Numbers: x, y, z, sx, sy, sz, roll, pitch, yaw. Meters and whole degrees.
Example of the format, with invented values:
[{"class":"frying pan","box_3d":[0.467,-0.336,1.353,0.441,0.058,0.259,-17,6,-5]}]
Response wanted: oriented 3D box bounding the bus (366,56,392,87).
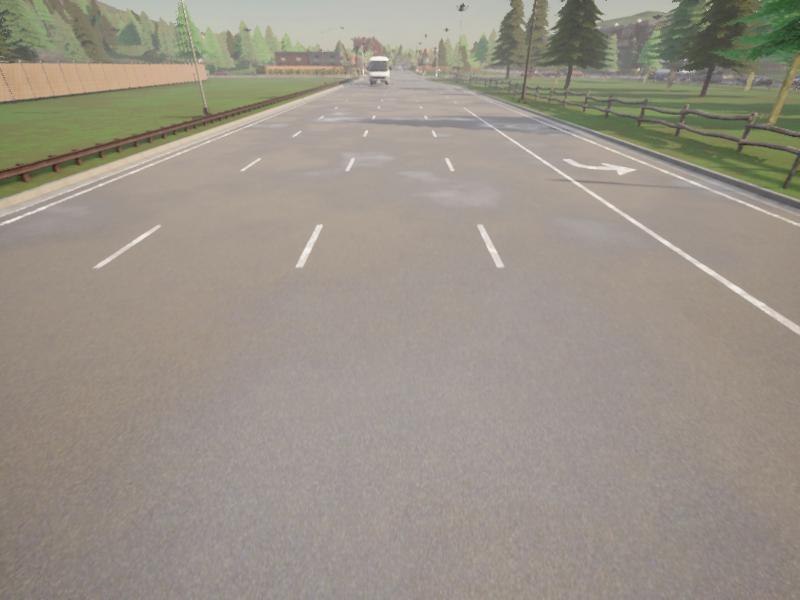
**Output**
[{"class":"bus","box_3d":[-3.394,-39.744,69.513,3.944,4.253,10.273,0,30,0]}]
